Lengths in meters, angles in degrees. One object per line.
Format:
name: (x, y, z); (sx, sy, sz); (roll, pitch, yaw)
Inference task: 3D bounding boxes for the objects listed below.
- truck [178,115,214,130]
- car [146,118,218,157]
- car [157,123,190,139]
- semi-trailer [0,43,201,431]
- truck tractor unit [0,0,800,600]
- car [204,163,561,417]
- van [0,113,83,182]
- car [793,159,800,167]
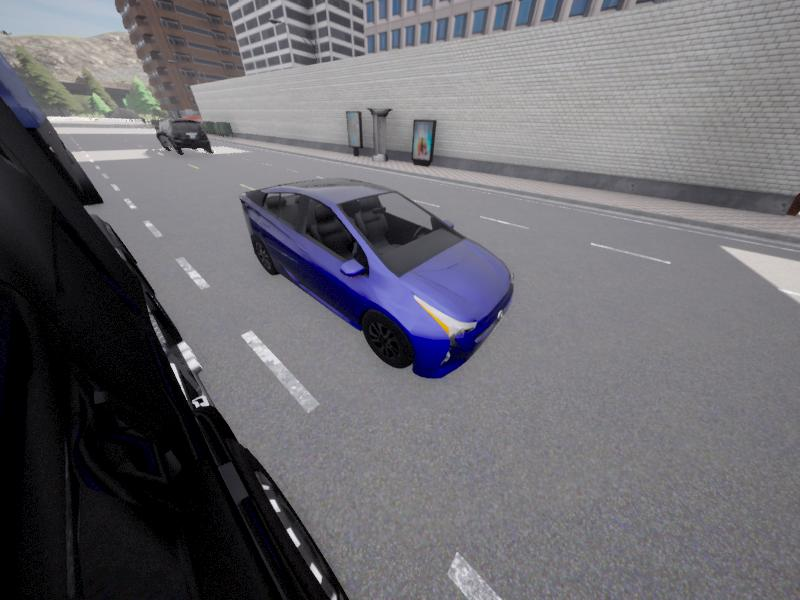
truck: (-46.815, -40.642, 53.062); (2.627, 2.467, 5.204); (28, 44, 30)
car: (-16.317, -12.241, 17.271); (5.566, 2.045, 2.150); (28, 44, 30)
car: (-28.471, -21.243, 29.023); (4.193, 1.474, 1.816); (28, 44, 30)
semi-trailer: (-8.690, -3.612, 4.235); (14.254, 4.402, 2.717); (28, 44, 30)
truck tractor unit: (-2.645, -0.295, 0.351); (6.516, 4.208, 3.053); (28, 44, 30)
car: (-0.641, -0.865, 3.482); (4.514, 1.525, 2.007); (28, 44, 30)
van: (-15.691, -6.498, 9.683); (4.480, 2.038, 2.069); (28, 44, 32)
car: (53.902, -17.683, 29.577); (2.033, 1.411, 5.357); (28, 44, 30)
